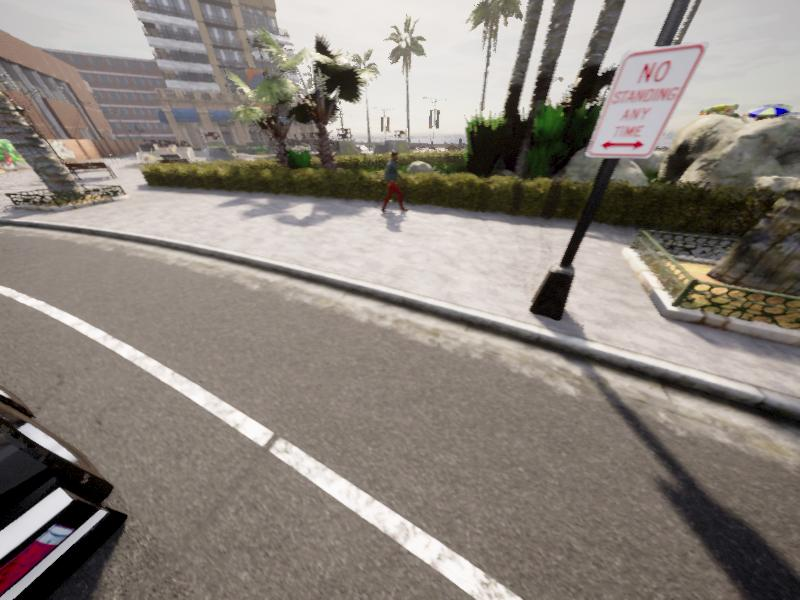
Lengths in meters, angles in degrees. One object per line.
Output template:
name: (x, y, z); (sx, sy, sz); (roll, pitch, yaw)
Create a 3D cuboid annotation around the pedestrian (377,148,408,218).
pedestrian: (-0.197, -3.668, 7.272); (0.751, 1.860, 0.751); (6, 36, 10)

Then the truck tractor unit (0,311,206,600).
truck tractor unit: (-5.227, -0.164, 0.603); (6.516, 4.208, 3.053); (13, 37, 19)
